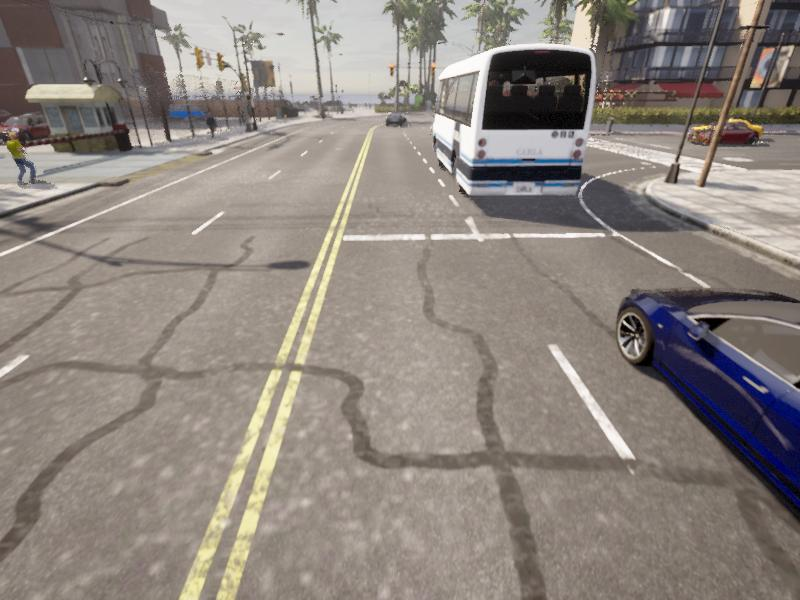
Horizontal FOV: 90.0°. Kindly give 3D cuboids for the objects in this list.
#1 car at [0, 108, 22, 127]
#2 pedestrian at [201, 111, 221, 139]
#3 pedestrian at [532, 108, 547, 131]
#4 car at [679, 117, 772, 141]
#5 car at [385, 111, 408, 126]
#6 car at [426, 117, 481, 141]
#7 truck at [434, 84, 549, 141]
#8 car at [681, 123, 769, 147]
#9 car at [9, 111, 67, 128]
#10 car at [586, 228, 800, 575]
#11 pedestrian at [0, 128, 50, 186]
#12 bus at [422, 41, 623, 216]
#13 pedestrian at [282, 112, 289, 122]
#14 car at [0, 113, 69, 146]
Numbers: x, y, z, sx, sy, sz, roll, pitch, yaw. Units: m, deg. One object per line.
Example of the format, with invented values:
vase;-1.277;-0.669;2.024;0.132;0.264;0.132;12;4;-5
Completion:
car;-43.192;-19.274;42.218;2.185;1.767;4.553;-1;27;-2
pedestrian;-13.860;-12.832;29.385;0.751;1.860;0.751;-2;27;-4
pedestrian;12.830;-16.604;36.820;0.751;1.860;0.751;-10;29;-19
car;24.968;-13.186;30.835;5.366;1.575;1.801;-1;27;-2
car;-0.335;-21.069;46.480;1.994;1.385;4.181;4;27;8
car;4.190;-13.590;31.709;3.806;1.475;1.970;22;34;36
truck;7.307;-15.608;33.085;8.468;3.827;2.891;17;32;30
car;22.353;-11.448;27.656;4.181;1.385;1.994;-1;27;-2
car;-38.250;-19.205;42.454;2.002;1.452;4.674;-1;27;-2
car;3.901;0.824;3.451;2.163;1.488;4.792;-1;27;-2
pedestrian;-13.426;-5.075;14.181;0.751;1.860;0.751;-1;27;-2
bus;3.266;-6.717;15.191;3.944;4.253;10.273;-1;27;-2
pedestrian;-13.857;-22.072;48.332;0.500;1.100;0.500;2;27;3
car;-26.139;-11.956;27.899;2.185;1.767;4.553;-1;27;-2
